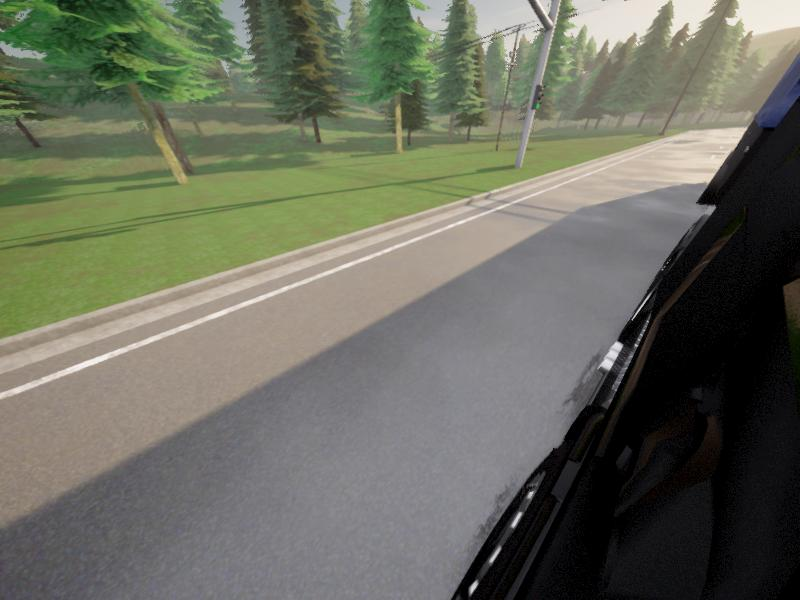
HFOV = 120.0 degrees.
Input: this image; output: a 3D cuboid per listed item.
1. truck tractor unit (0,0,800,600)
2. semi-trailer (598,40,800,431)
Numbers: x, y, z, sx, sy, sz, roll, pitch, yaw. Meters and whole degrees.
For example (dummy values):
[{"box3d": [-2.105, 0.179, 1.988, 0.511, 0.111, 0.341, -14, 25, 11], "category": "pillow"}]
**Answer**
[{"box3d": [2.645, -0.295, 0.351, 6.516, 4.208, 3.053, -28, 44, -30], "category": "truck tractor unit"}, {"box3d": [8.698, -3.595, 4.242, 14.254, 4.402, 2.717, -28, 44, -30], "category": "semi-trailer"}]
